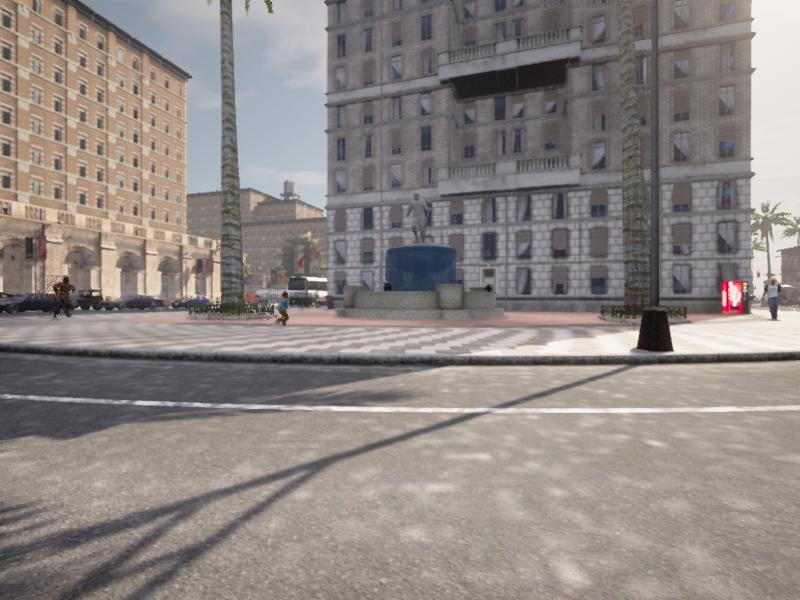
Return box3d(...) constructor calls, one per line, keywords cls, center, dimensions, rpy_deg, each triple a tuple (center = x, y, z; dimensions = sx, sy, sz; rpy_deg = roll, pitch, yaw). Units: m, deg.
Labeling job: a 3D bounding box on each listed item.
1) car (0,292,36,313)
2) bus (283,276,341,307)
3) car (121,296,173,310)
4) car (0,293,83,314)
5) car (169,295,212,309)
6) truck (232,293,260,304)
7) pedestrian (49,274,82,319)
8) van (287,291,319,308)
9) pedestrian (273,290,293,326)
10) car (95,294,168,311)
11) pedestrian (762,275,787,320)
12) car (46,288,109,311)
box3d(cls="car", center=(-30.160, 0.166, 29.509), dimensions=(2.007, 1.525, 4.514), rpy_deg=(0, 0, 20))
box3d(cls="bus", center=(-12.871, -1.168, 59.884), dimensions=(3.944, 4.253, 10.273), rpy_deg=(0, 0, 18))
box3d(cls="car", center=(-26.138, 0.251, 41.513), dimensions=(1.994, 1.385, 4.181), rpy_deg=(0, 0, 18))
box3d(cls="car", center=(-26.593, 0.239, 29.035), dimensions=(2.033, 1.411, 5.357), rpy_deg=(0, 0, 18))
box3d(cls="car", center=(-22.143, 0.204, 42.431), dimensions=(1.970, 1.475, 3.806), rpy_deg=(0, 0, 18))
box3d(cls="truck", center=(-33.378, -0.322, 86.546), dimensions=(5.204, 2.467, 2.627), rpy_deg=(0, 0, 18))
box3d(cls="pedestrian", center=(-14.213, -0.145, 17.003), dimensions=(0.751, 1.860, 0.751), rpy_deg=(0, 0, 13))
box3d(cls="van", center=(-12.145, -0.033, 50.353), dimensions=(1.775, 1.987, 4.442), rpy_deg=(0, 0, 18))
box3d(cls="pedestrian", center=(-3.623, 0.256, 12.442), dimensions=(0.500, 1.100, 0.500), rpy_deg=(0, 0, -4))
box3d(cls="car", center=(-24.187, 0.242, 36.277), dimensions=(2.033, 1.411, 5.357), rpy_deg=(0, 0, 18))
box3d(cls="pedestrian", center=(15.939, -0.088, 17.047), dimensions=(0.751, 1.860, 0.751), rpy_deg=(0, 0, 43))
box3d(cls="car", center=(-28.236, -0.014, 35.193), dimensions=(1.905, 1.878, 3.866), rpy_deg=(0, 0, 18))
